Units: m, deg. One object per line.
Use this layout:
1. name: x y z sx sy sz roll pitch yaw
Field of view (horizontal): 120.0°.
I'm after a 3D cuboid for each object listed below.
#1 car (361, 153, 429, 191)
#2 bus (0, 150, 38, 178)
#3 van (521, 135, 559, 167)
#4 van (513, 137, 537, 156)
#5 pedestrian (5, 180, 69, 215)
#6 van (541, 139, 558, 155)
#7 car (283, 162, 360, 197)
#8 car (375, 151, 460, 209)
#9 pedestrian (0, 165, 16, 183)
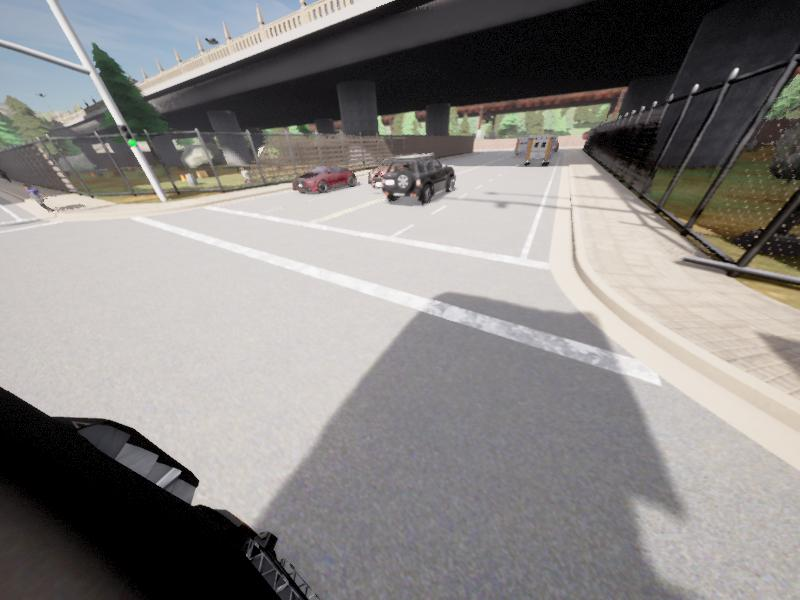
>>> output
1. car: -0.130 -8.482 15.131 2.242 1.667 4.611 16 38 26
2. bus: -79.076 -25.513 43.716 3.944 4.253 10.273 17 38 26
3. van: 14.456 -15.394 23.730 2.351 2.431 6.366 16 38 26
4. van: 20.602 -25.269 38.016 2.351 2.431 6.366 16 38 26
5. pedestrian: -16.451 -4.683 10.528 0.751 1.300 0.751 -7 34 -6
6. van: 24.537 -25.092 37.872 1.775 1.987 4.442 16 38 26
7. car: -4.704 -7.689 14.541 1.994 1.385 4.181 16 38 26
8. car: 1.030 -5.842 10.925 1.932 1.855 4.605 16 38 26
9. pedestrian: -47.844 -15.186 27.878 0.751 1.860 0.751 18 39 28
